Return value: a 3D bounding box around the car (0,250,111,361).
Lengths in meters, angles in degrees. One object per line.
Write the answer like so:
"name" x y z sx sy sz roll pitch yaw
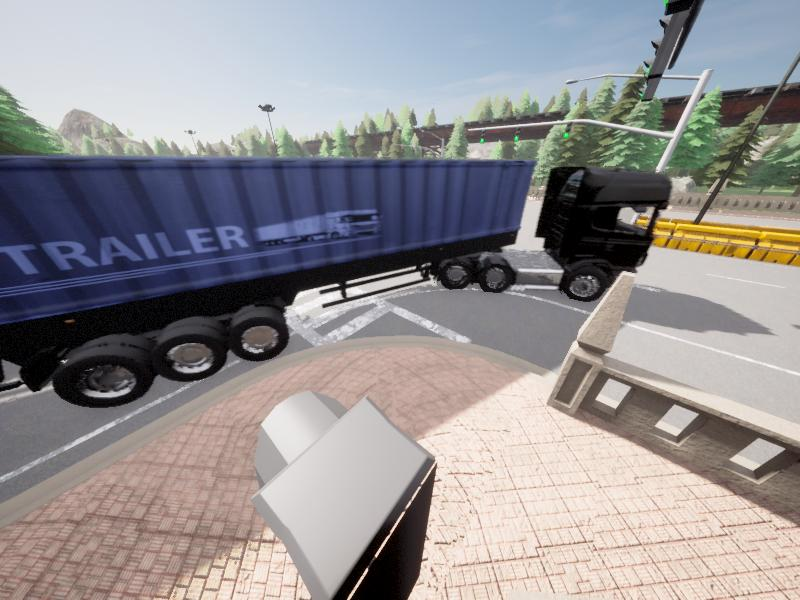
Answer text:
"car" -10.551 0.535 5.200 1.932 1.855 4.605 23 37 33

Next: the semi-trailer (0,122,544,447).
"semi-trailer" -2.589 -1.379 5.959 14.254 4.402 2.717 -15 33 -25

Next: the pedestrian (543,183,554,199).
"pedestrian" 20.234 -14.827 31.473 0.751 1.860 0.751 23 37 34

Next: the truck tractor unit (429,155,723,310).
"truck tractor unit" 4.536 -2.559 8.212 6.516 4.208 3.053 5 30 10

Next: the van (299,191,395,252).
"van" -2.844 -5.334 14.816 2.351 2.431 6.366 14 33 23
